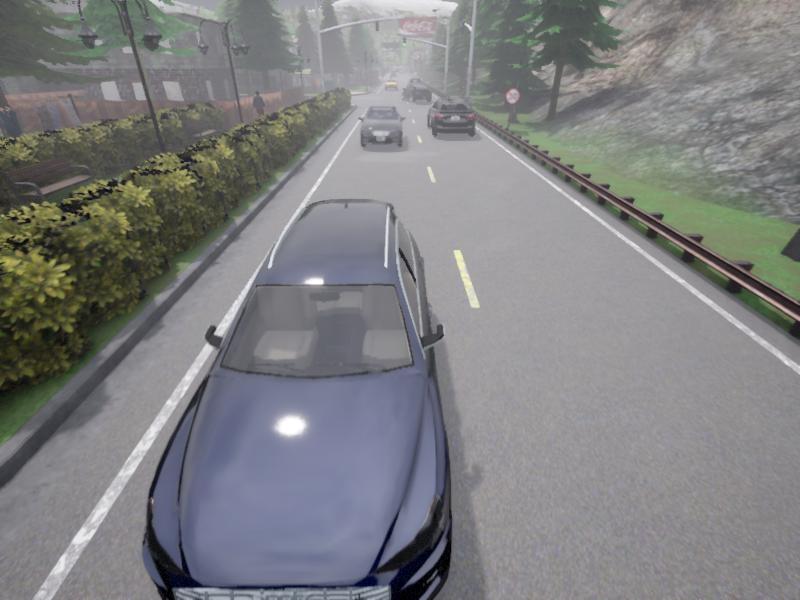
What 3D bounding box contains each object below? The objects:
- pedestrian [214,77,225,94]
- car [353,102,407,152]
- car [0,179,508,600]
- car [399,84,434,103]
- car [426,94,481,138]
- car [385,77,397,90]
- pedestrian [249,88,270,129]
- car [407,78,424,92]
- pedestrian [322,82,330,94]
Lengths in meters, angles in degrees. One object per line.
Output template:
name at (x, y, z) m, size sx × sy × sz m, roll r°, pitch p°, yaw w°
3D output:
pedestrian at (-23.097, -27.441, 51.152) m, size 0.751 × 1.860 × 0.751 m, roll -1°, pitch 30°, yaw -1°
car at (-0.801, -8.010, 18.241) m, size 2.128 × 1.511 × 4.902 m, roll 0°, pitch 30°, yaw -1°
car at (-0.631, 0.221, 4.021) m, size 2.033 × 1.649 × 4.856 m, roll 0°, pitch 31°, yaw 0°
car at (1.556, -20.468, 39.601) m, size 1.837 × 1.490 × 4.892 m, roll -8°, pitch 31°, yaw -16°
car at (2.661, -9.817, 21.177) m, size 2.242 × 1.667 × 4.611 m, roll 0°, pitch 30°, yaw 0°
car at (-1.295, -32.024, 59.179) m, size 1.801 × 1.575 × 5.366 m, roll 0°, pitch 30°, yaw -1°
pedestrian at (-7.447, -10.188, 21.277) m, size 0.751 × 1.860 × 0.751 m, roll -9°, pitch 31°, yaw -14°
car at (2.213, -31.520, 58.494) m, size 2.242 × 1.667 × 4.611 m, roll 0°, pitch 30°, yaw -1°
pedestrian at (-9.348, -26.676, 50.394) m, size 0.751 × 1.300 × 0.751 m, roll 2°, pitch 30°, yaw 4°
